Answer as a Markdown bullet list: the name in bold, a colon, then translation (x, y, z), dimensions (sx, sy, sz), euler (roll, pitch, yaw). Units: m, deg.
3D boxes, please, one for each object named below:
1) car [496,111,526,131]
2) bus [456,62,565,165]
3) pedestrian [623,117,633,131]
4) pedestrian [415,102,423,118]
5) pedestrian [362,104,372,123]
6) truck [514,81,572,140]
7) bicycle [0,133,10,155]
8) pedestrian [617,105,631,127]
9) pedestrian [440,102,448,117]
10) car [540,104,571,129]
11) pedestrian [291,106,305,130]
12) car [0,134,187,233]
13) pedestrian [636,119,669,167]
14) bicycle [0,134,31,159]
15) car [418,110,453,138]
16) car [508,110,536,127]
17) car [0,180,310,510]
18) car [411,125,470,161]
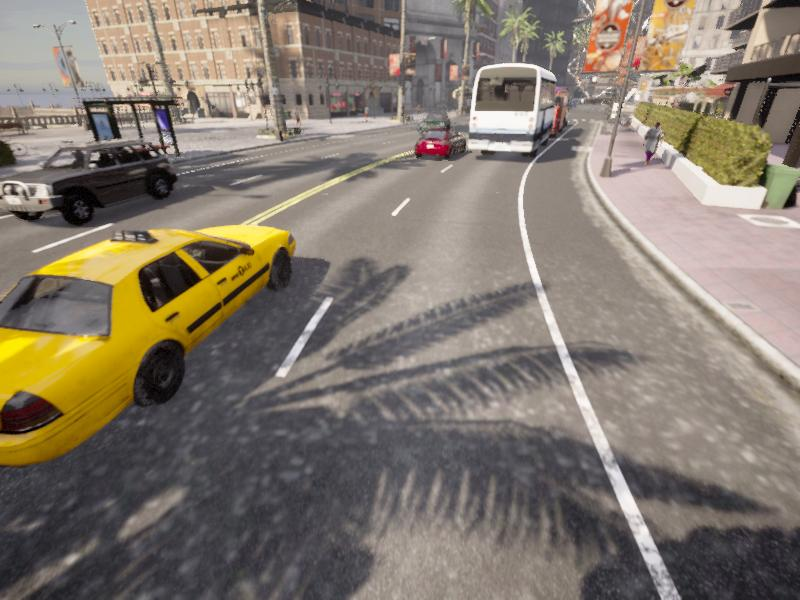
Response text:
- **car**: translation (10.694, -17.242, 38.440), dimensions (1.970, 1.475, 3.806), euler (12, 30, 22)
- **bus**: translation (6.718, -10.859, 23.031), dimensions (3.944, 4.253, 10.273), euler (11, 29, 21)
- **pedestrian**: translation (19.659, -15.198, 34.488), dimensions (0.500, 1.100, 0.500), euler (11, 29, 21)
- **pedestrian**: translation (2.518, -24.892, 52.494), dimensions (0.751, 1.860, 0.751), euler (23, 35, 37)
- **pedestrian**: translation (-3.614, -20.414, 43.813), dimensions (0.751, 1.860, 0.751), euler (15, 31, 27)
- **truck**: translation (11.900, -15.686, 32.858), dimensions (2.891, 3.827, 8.468), euler (12, 30, 22)
- **bicycle**: translation (-21.829, -8.167, 21.061), dimensions (0.373, 1.024, 1.643), euler (12, 30, 22)
- **pedestrian**: translation (21.365, -17.500, 38.123), dimensions (0.751, 1.860, 0.751), euler (11, 29, 20)
- **pedestrian**: translation (6.083, -26.301, 55.223), dimensions (0.751, 1.860, 0.751), euler (19, 33, 32)
- **car**: translation (16.018, -18.940, 41.109), dimensions (2.150, 2.045, 5.566), euler (12, 30, 22)
- **pedestrian**: translation (-9.191, -16.398, 36.027), dimensions (0.751, 1.860, 0.751), euler (9, 29, 17)
- **car**: translation (-8.747, -3.568, 11.498), dimensions (1.932, 1.855, 4.605), euler (5, 27, 11)
- **pedestrian**: translation (11.104, -6.931, 17.628), dimensions (0.751, 1.860, 0.751), euler (12, 29, 21)
- **bicycle**: translation (-19.997, -7.787, 20.321), dimensions (0.373, 1.024, 1.643), euler (12, 30, 22)
- **car**: translation (2.965, -14.504, 32.791), dimensions (2.097, 1.767, 4.553), euler (6, 28, 12)
- **car**: translation (13.222, -19.680, 43.288), dimensions (1.994, 1.385, 4.181), euler (12, 30, 22)
- **car**: translation (-3.170, -0.268, 5.407), dimensions (1.801, 1.575, 5.366), euler (5, 28, 9)
- **car**: translation (2.326, -8.728, 22.048), dimensions (1.994, 1.385, 4.181), euler (11, 29, 20)
